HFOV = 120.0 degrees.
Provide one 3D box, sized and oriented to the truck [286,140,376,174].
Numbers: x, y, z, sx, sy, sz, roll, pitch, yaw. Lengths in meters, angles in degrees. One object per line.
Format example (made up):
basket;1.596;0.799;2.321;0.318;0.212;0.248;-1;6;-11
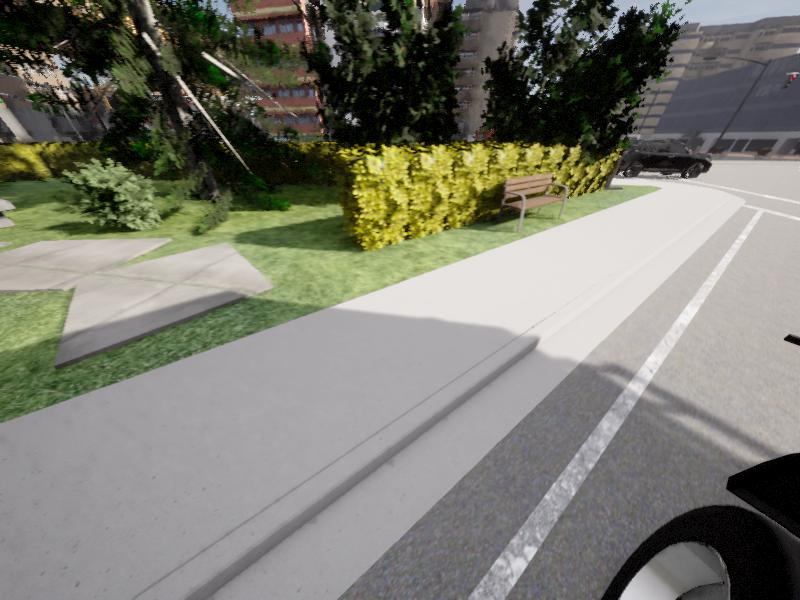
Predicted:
truck;-5.329;-11.515;18.520;6.274;2.098;2.390;7;36;9

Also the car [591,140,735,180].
car;16.516;-9.130;14.988;5.566;2.045;2.150;5;35;8

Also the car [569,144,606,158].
car;27.254;-21.909;33.857;2.128;1.511;4.902;6;35;9

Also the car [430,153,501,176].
car;4.677;-10.075;17.080;4.718;1.301;1.895;6;36;9

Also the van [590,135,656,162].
van;25.792;-17.929;27.255;2.351;2.431;6.366;6;35;9
